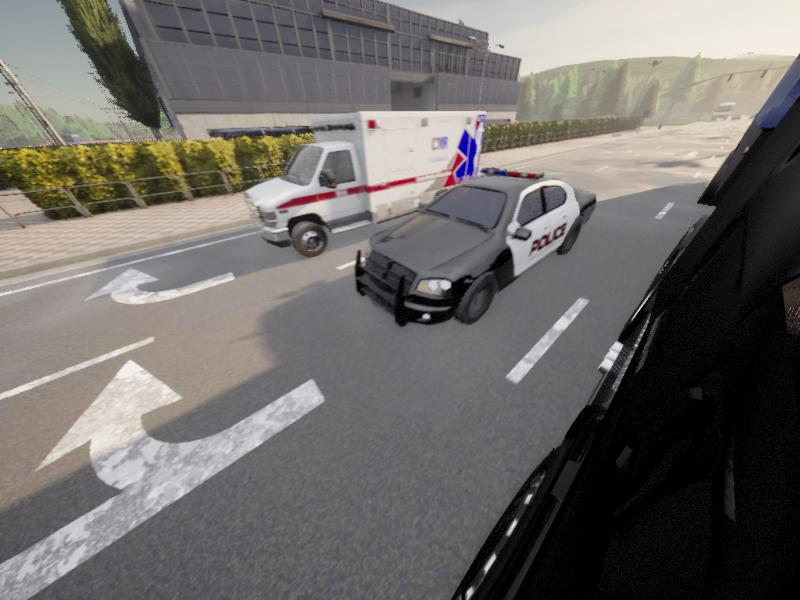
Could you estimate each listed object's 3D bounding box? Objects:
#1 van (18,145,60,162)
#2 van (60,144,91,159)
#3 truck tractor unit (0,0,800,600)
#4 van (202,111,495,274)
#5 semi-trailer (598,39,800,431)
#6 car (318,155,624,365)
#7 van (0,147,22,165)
[{"bbox_3d":[-58.000,-23.692,37.275,2.069,2.038,4.480,-27,43,-29],"label":"van"},{"bbox_3d":[-56.999,-26.286,40.716,1.775,1.987,4.442,-27,43,-29],"label":"van"},{"bbox_3d":[2.645,-0.295,0.351,6.516,4.208,3.053,-28,44,-30],"label":"truck tractor unit"},{"bbox_3d":[-0.615,-3.300,6.066,6.366,2.431,2.351,-28,44,-30],"label":"van"},{"bbox_3d":[8.699,-3.606,4.226,14.254,4.402,2.717,-28,44,-30],"label":"semi-trailer"},{"bbox_3d":[1.529,-1.338,4.055,4.974,1.542,2.038,-28,44,-30],"label":"car"},{"bbox_3d":[-59.039,-21.108,33.888,2.069,2.038,4.480,-27,43,-29],"label":"van"}]
